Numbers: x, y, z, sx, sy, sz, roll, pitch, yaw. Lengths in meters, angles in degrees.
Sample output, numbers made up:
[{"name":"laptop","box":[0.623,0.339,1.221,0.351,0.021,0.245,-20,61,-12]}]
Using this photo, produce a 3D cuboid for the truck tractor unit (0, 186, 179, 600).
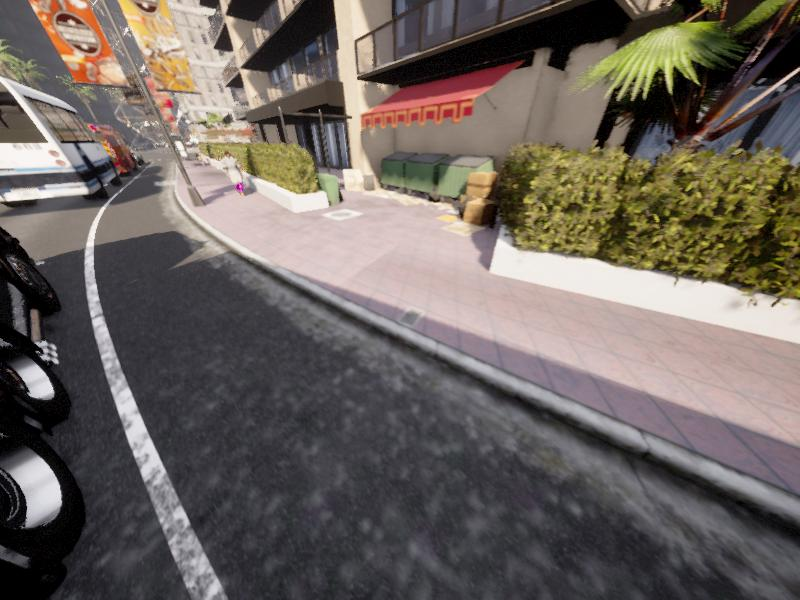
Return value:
[{"name":"truck tractor unit","box":[-4.975,-0.412,0.968,6.516,4.208,3.053,23,41,30]}]

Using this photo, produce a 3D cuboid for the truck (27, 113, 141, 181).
[{"name":"truck","box":[-24.860,-12.514,19.004,2.891,3.827,8.468,-25,41,-31]}]

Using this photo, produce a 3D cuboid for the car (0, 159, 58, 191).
[{"name":"car","box":[-24.200,-7.887,14.447,1.994,1.385,4.181,-24,41,-31]}]

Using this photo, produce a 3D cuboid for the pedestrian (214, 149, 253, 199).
[{"name":"pedestrian","box":[-7.418,-5.649,10.355,0.751,1.860,0.751,-26,42,-32]}]

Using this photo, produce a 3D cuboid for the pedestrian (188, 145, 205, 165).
[{"name":"pedestrian","box":[-22.534,-16.096,25.608,0.751,1.860,0.751,-26,42,-32]}]

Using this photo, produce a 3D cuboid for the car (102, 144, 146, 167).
[{"name":"car","box":[-32.672,-17.318,27.581,2.150,2.045,5.566,-24,41,-31]}]

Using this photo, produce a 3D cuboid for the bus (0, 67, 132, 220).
[{"name":"bus","box":[-17.148,-7.173,10.828,3.944,4.253,10.273,-26,42,-32]}]
